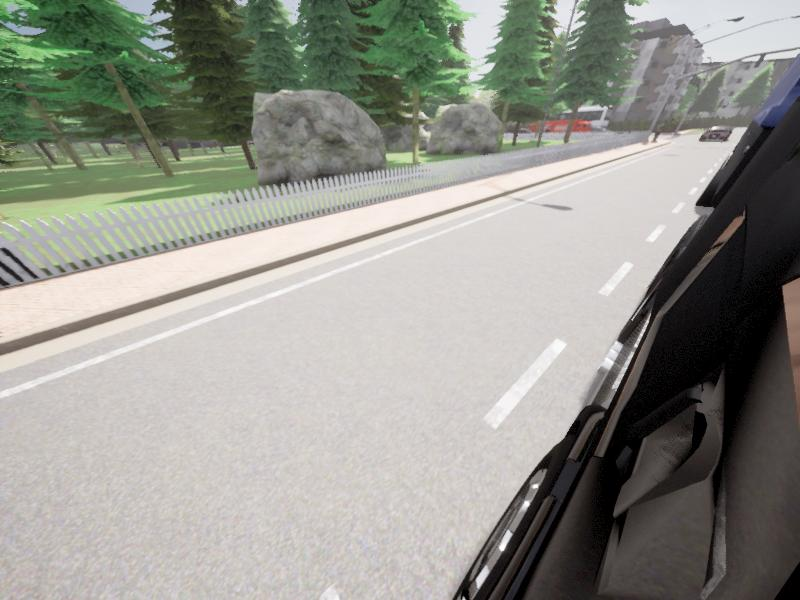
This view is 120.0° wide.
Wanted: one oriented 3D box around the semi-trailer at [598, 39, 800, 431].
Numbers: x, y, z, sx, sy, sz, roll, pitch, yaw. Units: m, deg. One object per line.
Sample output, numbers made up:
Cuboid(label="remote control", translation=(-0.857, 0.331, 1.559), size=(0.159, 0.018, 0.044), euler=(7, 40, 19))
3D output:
Cuboid(label="semi-trailer", translation=(8.705, -3.572, 4.262), size=(14.254, 4.402, 2.717), euler=(-28, 43, -30))

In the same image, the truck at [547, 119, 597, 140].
Cuboid(label="truck", translation=(26.767, -26.634, 36.176), size=(2.627, 2.467, 5.204), euler=(-26, 43, -29))

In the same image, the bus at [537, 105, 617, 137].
Cuboid(label="bus", translation=(32.498, -33.134, 43.171), size=(3.944, 4.253, 10.273), euler=(-26, 42, -29))

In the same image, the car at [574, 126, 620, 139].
Cuboid(label="car", translation=(31.052, -26.486, 36.549), size=(2.128, 1.511, 4.902), euler=(-26, 42, -29))

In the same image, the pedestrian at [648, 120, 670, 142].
Cuboid(label="pedestrian", translation=(27.547, -17.931, 24.557), size=(0.751, 1.860, 0.751), euler=(-27, 43, -30))

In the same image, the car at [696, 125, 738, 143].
Cuboid(label="car", translation=(33.943, -17.789, 24.722), size=(4.181, 1.385, 1.994), euler=(-27, 43, -29))

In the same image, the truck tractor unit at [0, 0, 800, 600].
Cuboid(label="truck tractor unit", translation=(2.645, -0.295, 0.351), size=(6.516, 4.208, 3.053), euler=(-28, 44, -30))
